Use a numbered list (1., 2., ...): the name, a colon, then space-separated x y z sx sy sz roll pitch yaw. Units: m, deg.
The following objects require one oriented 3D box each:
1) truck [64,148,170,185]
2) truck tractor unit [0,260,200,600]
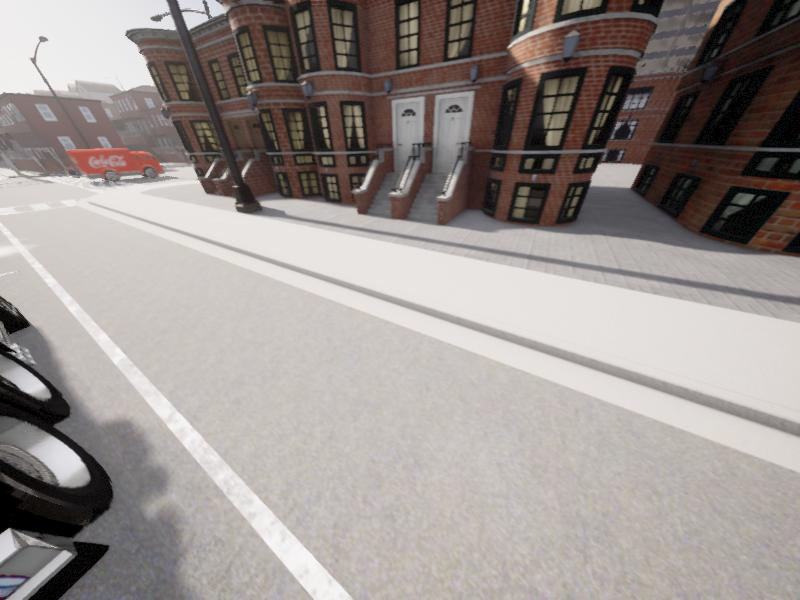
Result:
1. truck: -25.329 -12.301 21.016 2.627 2.467 5.204 19 40 28
2. truck tractor unit: -5.179 -0.210 0.804 6.516 4.208 3.053 16 42 26
